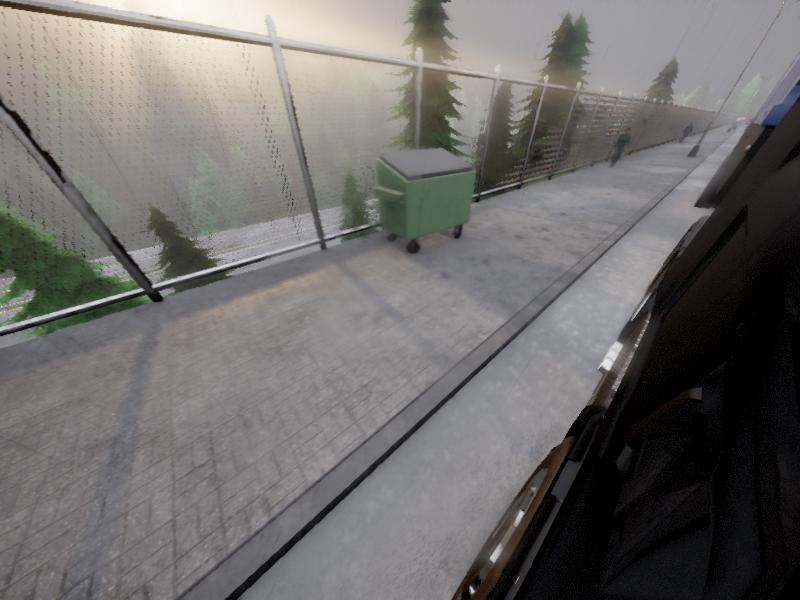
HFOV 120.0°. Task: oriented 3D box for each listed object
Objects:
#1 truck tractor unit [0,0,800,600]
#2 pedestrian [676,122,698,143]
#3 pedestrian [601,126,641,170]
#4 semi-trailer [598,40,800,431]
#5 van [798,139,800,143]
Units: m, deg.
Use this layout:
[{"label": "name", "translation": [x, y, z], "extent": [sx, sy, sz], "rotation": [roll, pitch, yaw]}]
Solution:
[{"label": "truck tractor unit", "translation": [2.645, -0.295, 0.351], "extent": [6.516, 4.208, 3.053], "rotation": [-28, 44, -30]}, {"label": "pedestrian", "translation": [31.631, -18.499, 25.481], "extent": [0.751, 1.860, 0.751], "rotation": [-28, 44, -31]}, {"label": "pedestrian", "translation": [11.478, -7.921, 12.056], "extent": [0.751, 1.860, 0.751], "rotation": [29, 46, 35]}, {"label": "semi-trailer", "translation": [8.707, -3.549, 4.290], "extent": [14.254, 4.402, 2.717], "rotation": [-28, 43, -30]}, {"label": "van", "translation": [40.497, -16.025, 21.755], "extent": [4.480, 2.038, 2.069], "rotation": [-27, 43, -30]}]
